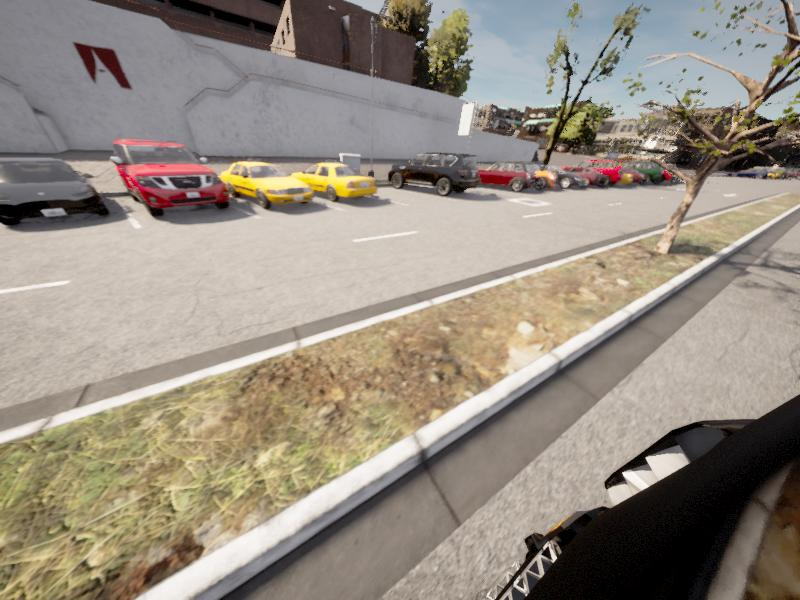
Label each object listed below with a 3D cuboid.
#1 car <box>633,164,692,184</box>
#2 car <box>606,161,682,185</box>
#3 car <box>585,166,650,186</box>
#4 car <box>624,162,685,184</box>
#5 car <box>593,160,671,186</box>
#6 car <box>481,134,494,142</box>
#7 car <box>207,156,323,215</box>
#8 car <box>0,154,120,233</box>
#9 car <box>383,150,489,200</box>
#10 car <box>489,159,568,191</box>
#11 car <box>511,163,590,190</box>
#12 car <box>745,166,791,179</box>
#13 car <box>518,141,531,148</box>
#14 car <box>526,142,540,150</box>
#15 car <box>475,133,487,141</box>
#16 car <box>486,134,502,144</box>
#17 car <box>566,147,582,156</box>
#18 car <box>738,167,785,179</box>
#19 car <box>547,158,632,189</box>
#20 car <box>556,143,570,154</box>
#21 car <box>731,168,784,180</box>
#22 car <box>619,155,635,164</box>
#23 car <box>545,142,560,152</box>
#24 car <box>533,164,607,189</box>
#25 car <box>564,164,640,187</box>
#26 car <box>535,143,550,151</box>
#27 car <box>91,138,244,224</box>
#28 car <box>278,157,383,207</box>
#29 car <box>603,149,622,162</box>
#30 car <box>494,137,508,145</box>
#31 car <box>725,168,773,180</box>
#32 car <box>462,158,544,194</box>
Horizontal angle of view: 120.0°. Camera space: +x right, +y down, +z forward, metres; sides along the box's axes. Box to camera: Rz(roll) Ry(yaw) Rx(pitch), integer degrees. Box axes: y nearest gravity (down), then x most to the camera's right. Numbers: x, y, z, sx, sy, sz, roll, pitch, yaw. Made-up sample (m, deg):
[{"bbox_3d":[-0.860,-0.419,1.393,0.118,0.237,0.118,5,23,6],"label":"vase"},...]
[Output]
[{"bbox_3d":[33.147,-16.113,29.414,4.553,1.767,2.185,26,40,32],"label":"car"},{"bbox_3d":[27.908,-14.803,26.763,5.566,2.045,2.435,26,39,32],"label":"car"},{"bbox_3d":[22.653,-13.121,24.306,4.674,1.452,2.002,26,40,32],"label":"car"},{"bbox_3d":[30.590,-15.462,28.030,4.442,1.987,1.878,26,39,32],"label":"car"},{"bbox_3d":[25.246,-14.101,25.479,5.566,2.045,2.435,26,40,32],"label":"car"},{"bbox_3d":[30.011,-55.643,79.456,2.185,1.767,4.553,30,41,27],"label":"car"},{"bbox_3d":[-5.765,-5.030,9.735,5.366,1.575,1.946,26,39,32],"label":"car"},{"bbox_3d":[-11.080,-3.571,7.222,4.792,1.488,2.163,26,39,32],"label":"car"},{"bbox_3d":[1.859,-7.535,13.636,5.566,2.045,2.435,26,40,32],"label":"car"},{"bbox_3d":[9.647,-9.639,17.656,4.553,1.767,2.185,26,39,32],"label":"car"},{"bbox_3d":[12.258,-10.253,19.028,4.892,1.521,2.231,26,39,32],"label":"car"},{"bbox_3d":[75.310,-26.120,47.387,1.878,1.987,4.442,-26,42,-37],"label":"car"},{"bbox_3d":[37.483,-46.913,69.627,2.002,1.452,4.674,32,42,28],"label":"car"},{"bbox_3d":[38.970,-45.187,67.632,2.002,1.452,4.674,32,42,28],"label":"car"},{"bbox_3d":[28.536,-57.339,81.479,2.185,1.767,4.553,29,40,28],"label":"car"},{"bbox_3d":[31.554,-54.012,77.386,2.435,2.045,5.566,31,42,27],"label":"car"},{"bbox_3d":[44.841,-38.306,59.598,2.231,1.521,4.892,32,42,28],"label":"car"},{"bbox_3d":[72.444,-25.522,46.439,2.185,1.767,4.553,-26,42,-37],"label":"car"},{"bbox_3d":[17.439,-11.927,21.534,5.566,2.045,2.435,26,40,32],"label":"car"},{"bbox_3d":[43.337,-40.167,61.387,1.878,1.987,4.442,32,42,28],"label":"car"},{"bbox_3d":[69.840,-24.748,45.275,1.946,1.575,5.366,-26,42,-38],"label":"car"},{"bbox_3d":[50.718,-31.375,51.629,2.002,1.452,4.674,32,42,28],"label":"car"},{"bbox_3d":[41.865,-41.896,63.391,1.878,1.987,4.442,32,42,28],"label":"car"},{"bbox_3d":[14.829,-10.963,20.367,4.792,1.488,2.163,26,40,32],"label":"car"},{"bbox_3d":[19.908,-12.504,23.068,5.366,1.575,1.946,26,40,32],"label":"car"},{"bbox_3d":[40.561,-43.566,65.726,1.946,1.575,5.366,32,42,28],"label":"car"},{"bbox_3d":[-8.473,-4.553,8.379,5.566,2.045,2.435,26,39,32],"label":"car"},{"bbox_3d":[-3.459,-5.907,11.235,5.366,1.575,1.946,26,40,32],"label":"car"},{"bbox_3d":[49.296,-33.343,53.471,2.435,2.045,5.566,32,42,28],"label":"car"},{"bbox_3d":[33.158,-52.179,75.691,1.946,1.575,5.366,31,42,27],"label":"car"},{"bbox_3d":[66.928,-24.301,44.442,4.792,1.488,2.163,30,42,36],"label":"car"},{"bbox_3d":[7.096,-8.880,16.302,4.553,1.767,2.185,26,40,32],"label":"car"}]
